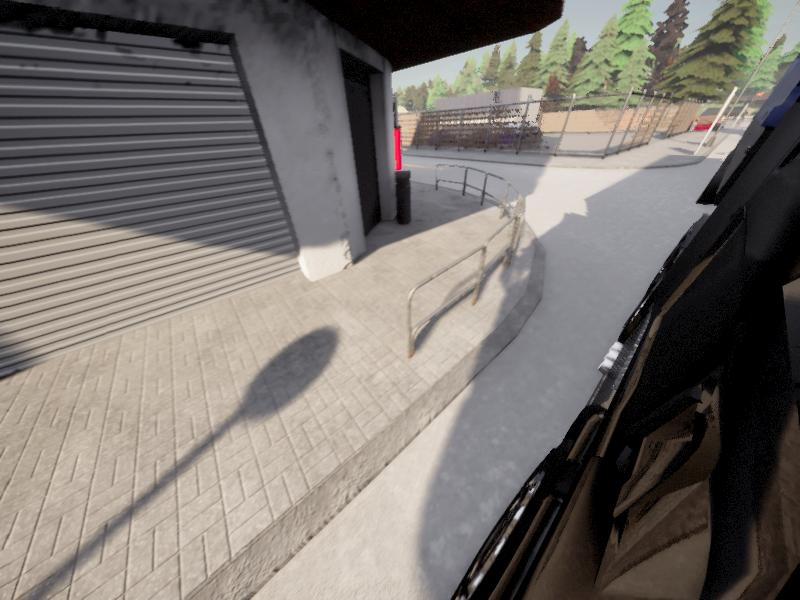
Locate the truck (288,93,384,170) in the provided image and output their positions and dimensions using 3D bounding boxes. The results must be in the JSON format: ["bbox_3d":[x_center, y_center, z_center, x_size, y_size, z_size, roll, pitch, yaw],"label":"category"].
[{"bbox_3d":[-5.033,-12.668,17.574,2.891,3.827,8.468,-28,44,-30],"label":"truck"}]

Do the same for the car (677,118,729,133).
[{"bbox_3d":[43.055,-24.837,32.938,1.816,1.474,4.193,-30,45,-32],"label":"car"}]

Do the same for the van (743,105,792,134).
[{"bbox_3d":[44.554,-21.958,28.139,5.915,2.561,1.988,-28,44,-30],"label":"van"}]

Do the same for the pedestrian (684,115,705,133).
[{"bbox_3d":[38.889,-23.245,30.513,0.751,1.860,0.751,18,41,25],"label":"pedestrian"}]

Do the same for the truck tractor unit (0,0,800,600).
[{"bbox_3d":[2.645,-0.295,0.352,6.516,4.208,3.053,-28,44,-30],"label":"truck tractor unit"}]

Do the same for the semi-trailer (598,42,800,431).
[{"bbox_3d":[8.698,-3.599,4.236,14.254,4.402,2.717,-28,44,-30],"label":"semi-trailer"}]

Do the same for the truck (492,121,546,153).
[{"bbox_3d":[10.595,-14.613,20.638,4.478,2.038,2.069,-28,44,-30],"label":"truck"}]

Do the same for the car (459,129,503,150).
[{"bbox_3d":[8.160,-16.408,23.562,1.789,1.547,3.705,-28,44,-30],"label":"car"}]

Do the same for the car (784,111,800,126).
[{"bbox_3d":[66.217,-30.093,38.261,4.605,1.855,1.932,-29,44,-29],"label":"car"}]

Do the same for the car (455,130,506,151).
[{"bbox_3d":[8.186,-16.185,23.383,5.357,1.415,2.033,-28,44,-30],"label":"car"}]
